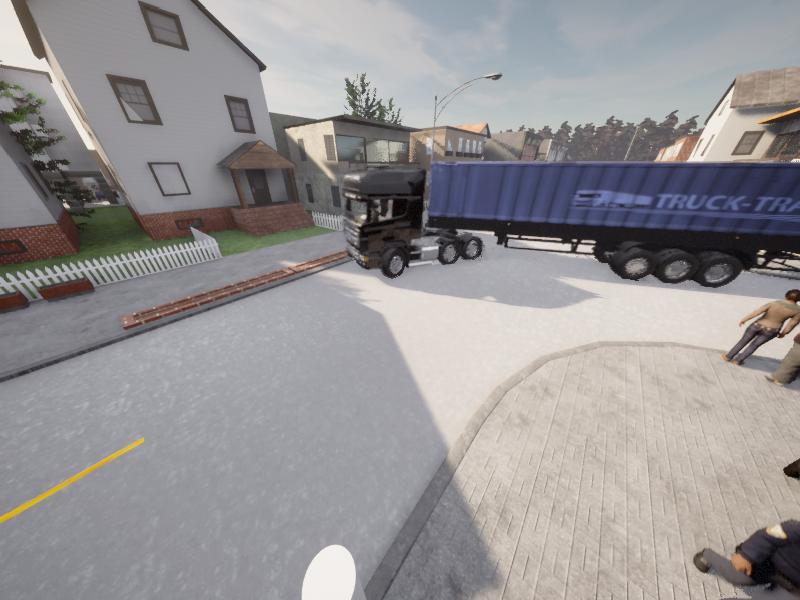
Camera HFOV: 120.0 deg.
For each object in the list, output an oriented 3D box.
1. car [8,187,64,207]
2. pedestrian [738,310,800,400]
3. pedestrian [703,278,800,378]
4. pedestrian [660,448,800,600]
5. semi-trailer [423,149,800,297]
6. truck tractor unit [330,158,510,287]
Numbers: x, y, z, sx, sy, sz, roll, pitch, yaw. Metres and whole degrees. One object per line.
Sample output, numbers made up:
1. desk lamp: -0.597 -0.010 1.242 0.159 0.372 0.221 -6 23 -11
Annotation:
1. car: -43.673 -12.532 27.911 2.242 1.667 4.611 -23 37 -34
2. pedestrian: 7.854 0.885 4.358 0.751 1.860 0.751 -7 31 -12
3. pedestrian: 7.647 0.595 4.860 0.751 1.860 0.751 -16 34 -26
4. pedestrian: 3.222 2.296 1.914 0.751 1.860 0.751 -25 38 -36
5. semi-trailer: 8.341 -3.496 9.623 14.254 4.402 2.717 8 30 13
6. truck tractor unit: 0.867 -3.740 10.255 6.516 4.208 3.053 -15 33 -24
